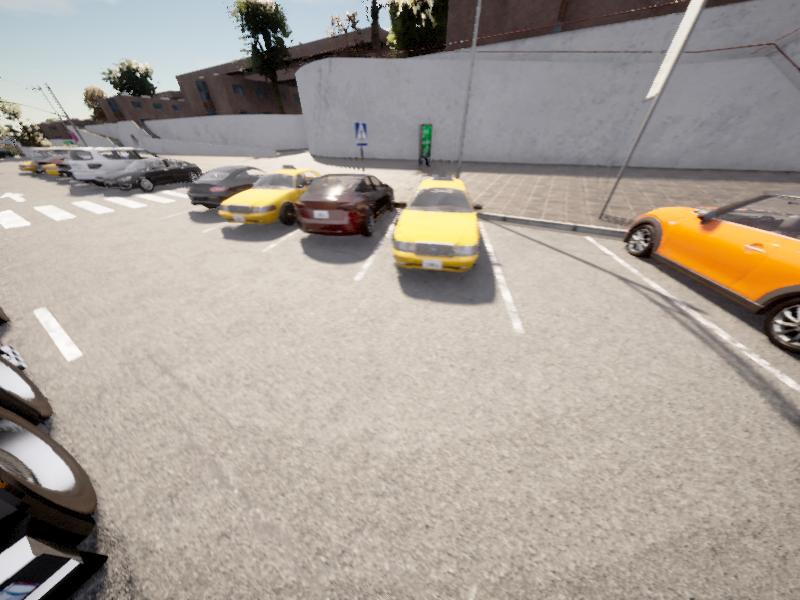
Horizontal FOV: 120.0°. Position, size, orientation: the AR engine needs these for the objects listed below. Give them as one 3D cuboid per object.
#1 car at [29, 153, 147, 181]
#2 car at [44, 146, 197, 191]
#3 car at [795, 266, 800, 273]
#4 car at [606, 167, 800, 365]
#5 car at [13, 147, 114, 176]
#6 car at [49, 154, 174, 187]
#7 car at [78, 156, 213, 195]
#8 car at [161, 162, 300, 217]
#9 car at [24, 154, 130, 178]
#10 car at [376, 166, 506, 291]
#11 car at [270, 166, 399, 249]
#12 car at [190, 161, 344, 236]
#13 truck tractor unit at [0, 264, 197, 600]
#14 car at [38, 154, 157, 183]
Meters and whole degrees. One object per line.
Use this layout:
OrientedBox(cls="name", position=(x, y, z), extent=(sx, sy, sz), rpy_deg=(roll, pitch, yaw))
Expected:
OrientedBox(cls="car", position=(-24.721, -10.942, 18.786), extent=(1.946, 1.575, 5.366), rpy_deg=(5, 34, 9))
OrientedBox(cls="car", position=(-17.006, -8.580, 14.795), extent=(2.435, 2.045, 5.566), rpy_deg=(5, 34, 8))
OrientedBox(cls="car", position=(8.812, -0.101, 2.335), extent=(1.878, 1.987, 4.442), rpy_deg=(6, 35, 8))
OrientedBox(cls="car", position=(6.231, -0.905, 3.702), extent=(2.185, 1.767, 4.553), rpy_deg=(5, 35, 8))
OrientedBox(cls="car", position=(-29.935, -12.609, 20.901), extent=(1.878, 1.987, 4.442), rpy_deg=(6, 34, 8))
OrientedBox(cls="car", position=(-19.582, -9.186, 16.154), extent=(2.097, 1.535, 5.008), rpy_deg=(6, 34, 8))
OrientedBox(cls="car", position=(-14.414, -7.526, 13.678), extent=(2.231, 1.521, 4.892), rpy_deg=(6, 34, 8))
OrientedBox(cls="car", position=(-6.680, -4.984, 9.983), extent=(2.002, 1.452, 4.674), rpy_deg=(5, 34, 8))
OrientedBox(cls="car", position=(-27.332, -11.653, 19.920), extent=(2.163, 1.488, 4.792), rpy_deg=(5, 34, 9))
OrientedBox(cls="car", position=(1.041, -2.397, 6.111), extent=(1.946, 1.575, 5.366), rpy_deg=(6, 35, 8))
OrientedBox(cls="car", position=(-1.510, -3.331, 7.538), extent=(2.163, 1.488, 4.792), rpy_deg=(6, 35, 8))
OrientedBox(cls="car", position=(-4.125, -4.081, 8.576), extent=(1.946, 1.575, 5.366), rpy_deg=(6, 35, 8))
OrientedBox(cls="truck tractor unit", position=(-5.117, -0.294, 0.782), extent=(6.516, 4.208, 3.053), rpy_deg=(18, 39, 24))
OrientedBox(cls="car", position=(-22.173, -10.006, 17.389), extent=(2.231, 1.521, 4.892), rpy_deg=(5, 34, 9))
